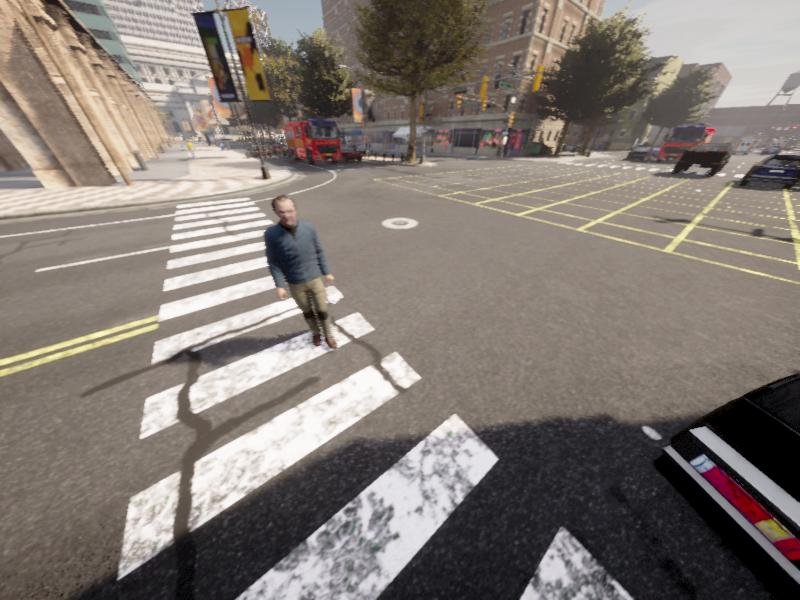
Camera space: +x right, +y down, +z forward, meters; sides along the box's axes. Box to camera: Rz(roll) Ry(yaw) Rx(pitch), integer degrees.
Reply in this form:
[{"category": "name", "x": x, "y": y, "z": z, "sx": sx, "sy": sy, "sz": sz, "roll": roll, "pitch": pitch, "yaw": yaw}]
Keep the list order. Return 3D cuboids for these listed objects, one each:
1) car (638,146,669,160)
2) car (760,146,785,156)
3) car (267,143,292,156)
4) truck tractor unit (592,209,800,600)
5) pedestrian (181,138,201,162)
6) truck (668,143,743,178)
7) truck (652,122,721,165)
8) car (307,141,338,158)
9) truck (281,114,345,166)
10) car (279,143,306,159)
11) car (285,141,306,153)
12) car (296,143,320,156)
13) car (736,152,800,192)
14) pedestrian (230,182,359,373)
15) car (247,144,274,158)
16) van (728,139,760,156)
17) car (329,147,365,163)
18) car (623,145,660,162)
[{"category": "car", "x": 36.975, "y": -21.466, "z": 33.642, "sx": 4.674, "sy": 1.442, "sz": 1.812, "roll": -23, "pitch": 42, "yaw": -30}, {"category": "car", "x": 68.526, "y": -27.395, "z": 42.536, "sx": 4.181, "sy": 1.385, "sz": 1.994, "roll": -23, "pitch": 42, "yaw": -30}, {"category": "car", "x": -17.759, "y": -22.186, "z": 33.956, "sx": 1.994, "sy": 1.385, "sz": 4.181, "roll": -24, "pitch": 42, "yaw": -30}, {"category": "truck tractor unit", "x": 5.342, "y": 0.066, "z": 0.265, "sx": 6.516, "sy": 4.208, "sz": 3.053, "roll": -6, "pitch": 36, "yaw": -8}, {"category": "pedestrian", "x": -20.012, "y": -14.398, "z": 22.153, "sx": 0.751, "sy": 1.860, "sz": 0.751, "roll": -22, "pitch": 41, "yaw": -29}, {"category": "truck", "x": 24.558, "y": -11.345, "z": 18.554, "sx": 6.274, "sy": 2.098, "sz": 2.390, "roll": -23, "pitch": 42, "yaw": -30}, {"category": "truck", "x": 34.791, "y": -18.971, "z": 28.011, "sx": 8.468, "sy": 3.827, "sz": 2.891, "roll": -23, "pitch": 42, "yaw": -30}, {"category": "car", "x": -10.181, "y": -19.845, "z": 30.376, "sx": 2.097, "sy": 1.767, "sz": 4.553, "roll": -23, "pitch": 42, "yaw": -30}, {"category": "truck", "x": -9.195, "y": -16.538, "z": 23.942, "sx": 2.891, "sy": 3.827, "sz": 8.468, "roll": -23, "pitch": 41, "yaw": -30}, {"category": "car", "x": -13.794, "y": -19.154, "z": 29.620, "sx": 1.970, "sy": 1.475, "sz": 3.806, "roll": -23, "pitch": 42, "yaw": -30}, {"category": "car", "x": -17.316, "y": -25.320, "z": 38.197, "sx": 1.851, "sy": 1.617, "sz": 3.988, "roll": -23, "pitch": 42, "yaw": -30}, {"category": "car", "x": -13.729, "y": -22.478, "z": 34.332, "sx": 1.970, "sy": 1.475, "sz": 3.806, "roll": -23, "pitch": 41, "yaw": -29}, {"category": "car", "x": 23.101, "y": -7.999, "z": 14.202, "sx": 4.856, "sy": 1.649, "sz": 2.033, "roll": -24, "pitch": 42, "yaw": -30}, {"category": "pedestrian", "x": -1.028, "y": -0.201, "z": 2.563, "sx": 0.751, "sy": 1.860, "sz": 0.751, "roll": -16, "pitch": 38, "yaw": -22}, {"category": "car", "x": -18.185, "y": -19.373, "z": 30.018, "sx": 1.895, "sy": 1.301, "sz": 4.718, "roll": -23, "pitch": 42, "yaw": -30}, {"category": "van", "x": 65.382, "y": -28.999, "z": 43.858, "sx": 6.366, "sy": 2.431, "sz": 2.351, "roll": -23, "pitch": 42, "yaw": -30}, {"category": "car", "x": -6.042, "y": -16.418, "z": 26.009, "sx": 1.895, "sy": 1.301, "sz": 4.718, "roll": -23, "pitch": 41, "yaw": -30}, {"category": "car", "x": 31.599, "y": -19.241, "z": 30.242, "sx": 5.238, "sy": 1.638, "sz": 1.930, "roll": -24, "pitch": 42, "yaw": -30}]
